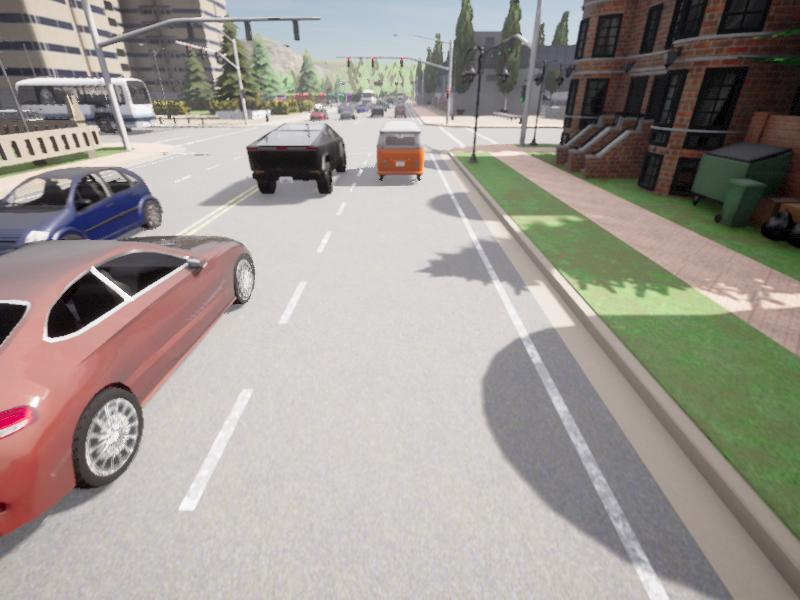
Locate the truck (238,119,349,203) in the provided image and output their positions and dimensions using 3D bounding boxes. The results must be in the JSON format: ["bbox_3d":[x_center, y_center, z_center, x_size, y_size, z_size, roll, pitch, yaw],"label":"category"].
[{"bbox_3d":[-3.488,-5.403,14.846,2.390,2.098,6.274,0,27,0],"label":"truck"}]

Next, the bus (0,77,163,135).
[{"bbox_3d":[-27.214,-16.704,34.504,10.273,4.253,3.944,0,27,0],"label":"bus"}]

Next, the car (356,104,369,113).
[{"bbox_3d":[-6.926,-35.709,74.566,2.007,1.525,4.514,0,27,0],"label":"car"}]

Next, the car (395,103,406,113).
[{"bbox_3d":[0.076,-36.821,76.581,2.038,1.542,4.974,0,27,0],"label":"car"}]

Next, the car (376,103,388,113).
[{"bbox_3d":[-3.425,-36.495,75.887,2.033,1.649,4.856,0,27,0],"label":"car"}]

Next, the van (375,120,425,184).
[{"bbox_3d":[0.014,-6.280,16.676,1.775,1.987,4.442,0,27,0],"label":"van"}]

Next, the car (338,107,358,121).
[{"bbox_3d":[-6.947,-25.171,53.966,2.038,1.542,4.974,0,27,0],"label":"car"}]

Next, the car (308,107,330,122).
[{"bbox_3d":[-10.450,-24.112,51.906,2.007,1.525,4.514,0,27,0],"label":"car"}]

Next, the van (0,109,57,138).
[{"bbox_3d":[-30.685,-14.123,31.957,4.442,1.987,1.775,0,27,0],"label":"van"}]

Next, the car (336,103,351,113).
[{"bbox_3d":[-10.428,-35.425,73.865,2.038,1.542,4.974,0,27,0],"label":"car"}]

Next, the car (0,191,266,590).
[{"bbox_3d":[-3.498,0.117,4.618,2.152,1.651,5.027,0,27,0],"label":"car"}]

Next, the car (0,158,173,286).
[{"bbox_3d":[-6.996,-1.886,8.535,1.851,1.617,3.988,0,27,0],"label":"car"}]

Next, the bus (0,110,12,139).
[{"bbox_3d":[-35.420,-13.574,28.407,10.273,4.253,3.944,-1,27,-1],"label":"bus"}]

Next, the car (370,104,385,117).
[{"bbox_3d":[-3.440,-29.534,62.337,1.930,1.638,5.238,0,27,0],"label":"car"}]

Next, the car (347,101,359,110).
[{"bbox_3d":[-10.411,-43.434,89.401,2.033,1.649,4.856,0,27,0],"label":"car"}]

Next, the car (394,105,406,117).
[{"bbox_3d":[0.060,-28.821,61.044,1.789,1.549,3.705,0,27,0],"label":"car"}]
